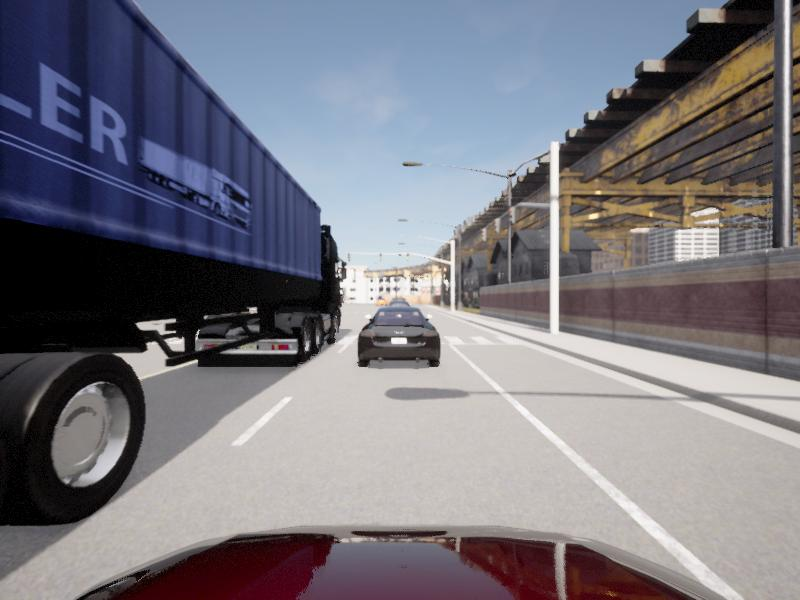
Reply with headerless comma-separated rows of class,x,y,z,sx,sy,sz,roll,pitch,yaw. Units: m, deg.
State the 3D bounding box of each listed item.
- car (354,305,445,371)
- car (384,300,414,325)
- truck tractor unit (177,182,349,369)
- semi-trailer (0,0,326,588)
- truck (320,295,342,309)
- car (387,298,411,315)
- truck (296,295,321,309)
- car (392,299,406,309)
car,-0.031,0.864,10.861,1.994,1.385,4.181,0,0,0
car,-0.076,0.765,26.151,1.812,1.442,4.674,0,0,0
truck tractor unit,-3.495,-0.566,12.255,3.053,4.208,6.516,0,0,0
semi-trailer,-3.520,-0.643,4.340,2.717,4.402,14.254,0,0,0
truck,-10.670,0.295,62.182,2.390,2.098,6.274,0,0,0
car,-0.112,0.596,40.182,2.242,1.667,4.611,0,0,0
truck,-14.171,0.294,62.348,2.390,2.098,6.274,0,0,0
car,-0.169,0.594,60.756,2.128,1.511,4.902,0,0,0
